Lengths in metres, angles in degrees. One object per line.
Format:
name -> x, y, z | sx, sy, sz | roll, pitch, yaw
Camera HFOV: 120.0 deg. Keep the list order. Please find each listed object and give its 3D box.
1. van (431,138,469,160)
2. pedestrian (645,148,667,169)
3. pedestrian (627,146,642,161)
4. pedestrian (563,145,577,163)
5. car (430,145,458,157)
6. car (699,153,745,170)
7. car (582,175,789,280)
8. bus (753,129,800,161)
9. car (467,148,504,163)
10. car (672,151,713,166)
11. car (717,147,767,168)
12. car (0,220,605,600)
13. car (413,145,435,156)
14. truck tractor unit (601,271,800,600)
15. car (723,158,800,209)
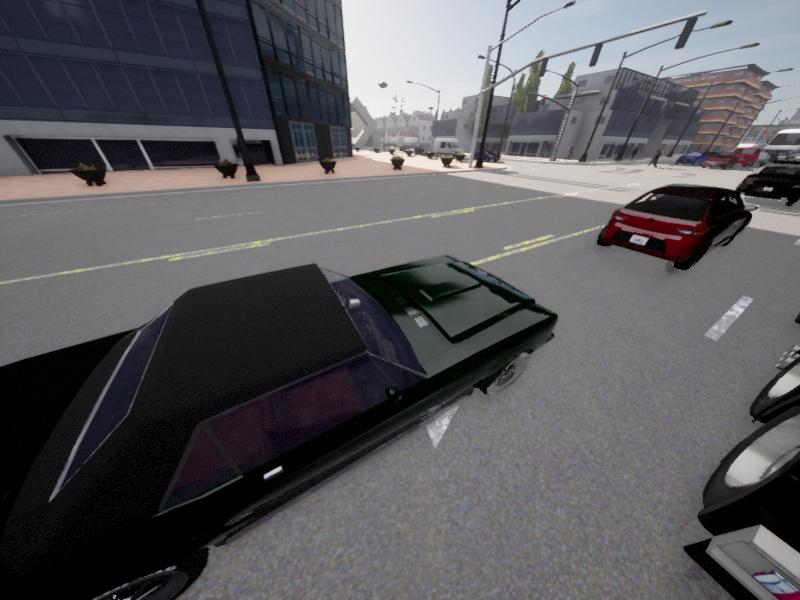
van -> 7.422, -23.065, 35.154 | 1.988, 2.561, 5.915 | -17, 38, -24
pedestrian -> 27.821, -15.398, 25.141 | 0.751, 1.860, 0.751 | 16, 37, 21
pedestrian -> 35.203, -21.996, 34.685 | 0.751, 1.860, 0.751 | 29, 43, 35
pedestrian -> 21.377, -18.437, 29.116 | 0.751, 1.860, 0.751 | 17, 37, 21
car -> 7.716, -26.445, 40.886 | 1.930, 1.638, 5.238 | -17, 38, -24
car -> 36.902, -15.889, 26.491 | 4.674, 1.442, 1.812 | -17, 39, -24
car -> 6.935, -2.029, 5.689 | 4.193, 1.474, 1.816 | -18, 39, -24
bus -> 66.244, -26.438, 39.248 | 10.273, 4.253, 3.944 | -18, 39, -23
car -> 11.048, -18.879, 30.098 | 1.816, 1.474, 4.193 | -17, 38, -24
car -> 39.149, -18.927, 30.865 | 5.008, 1.535, 1.882 | -17, 38, -24
car -> 43.820, -18.303, 29.608 | 5.566, 2.045, 2.150 | -17, 39, -24
car -> -0.663, 0.472, 2.183 | 4.718, 1.301, 1.895 | -18, 39, -24
car -> 4.096, -25.983, 40.203 | 1.845, 1.501, 3.633 | -17, 39, -25
truck tractor unit -> 5.118, -0.294, 0.761 | 6.516, 4.208, 3.053 | -18, 39, -23
car -> 18.198, -5.770, 11.127 | 5.238, 1.638, 1.930 | -20, 40, -27
